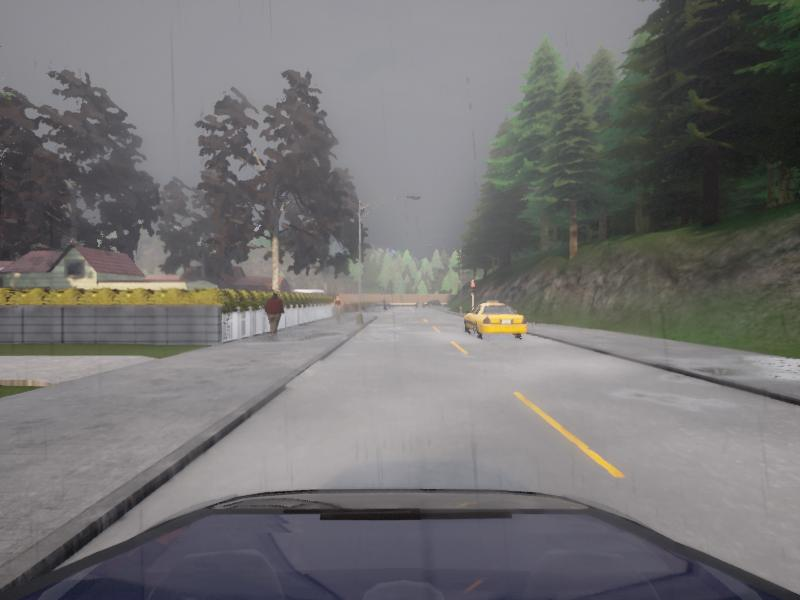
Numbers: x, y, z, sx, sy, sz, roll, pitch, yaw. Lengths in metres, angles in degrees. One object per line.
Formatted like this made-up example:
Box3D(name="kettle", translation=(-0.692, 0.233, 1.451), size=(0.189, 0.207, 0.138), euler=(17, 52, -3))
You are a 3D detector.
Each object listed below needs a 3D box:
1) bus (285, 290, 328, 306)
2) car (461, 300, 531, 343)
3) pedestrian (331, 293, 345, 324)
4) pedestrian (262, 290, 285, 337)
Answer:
Box3D(name="bus", translation=(-24.592, -0.508, 105.736), size=(10.273, 4.253, 3.944), euler=(0, 0, 0))
Box3D(name="car", translation=(4.006, 0.807, 17.642), size=(1.801, 1.575, 5.366), euler=(0, 0, 0))
Box3D(name="pedestrian", translation=(-3.806, 0.520, 24.562), size=(0.751, 1.860, 0.751), euler=(0, 0, 2))
Box3D(name="pedestrian", translation=(-5.195, 0.538, 16.474), size=(0.751, 1.860, 0.751), euler=(0, 0, -5))
